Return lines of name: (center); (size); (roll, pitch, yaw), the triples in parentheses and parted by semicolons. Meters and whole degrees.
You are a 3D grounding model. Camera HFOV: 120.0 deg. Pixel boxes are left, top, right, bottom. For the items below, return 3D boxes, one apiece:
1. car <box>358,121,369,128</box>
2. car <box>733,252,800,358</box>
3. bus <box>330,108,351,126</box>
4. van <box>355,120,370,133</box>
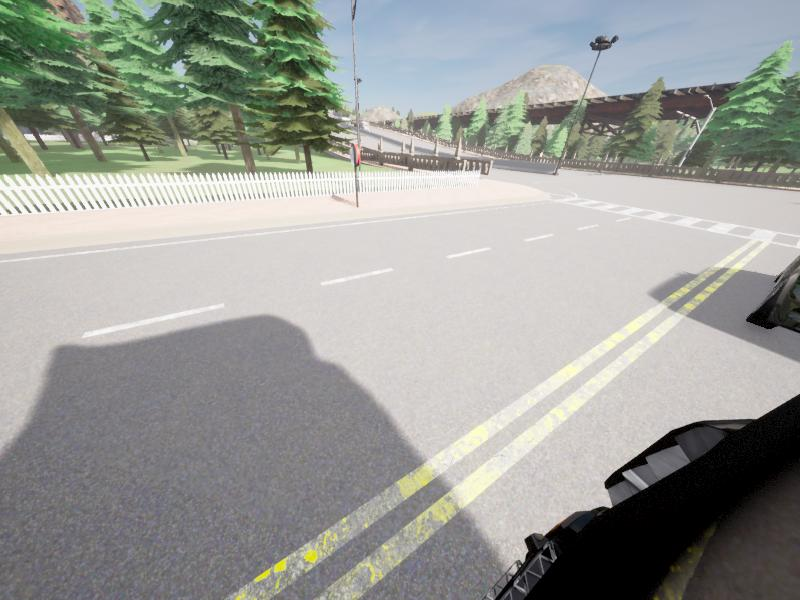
car: (-13.813, -65.800, 86.645); (2.163, 1.488, 4.792); (-17, 46, -27)
car: (7.682, -0.278, 3.338); (4.553, 1.767, 2.097); (-16, 38, -26)
bus: (-22.078, -67.711, 85.366); (3.944, 4.253, 10.273); (-17, 45, -27)
van: (-12.163, -55.679, 74.002); (2.351, 2.431, 6.366); (-17, 46, -27)
